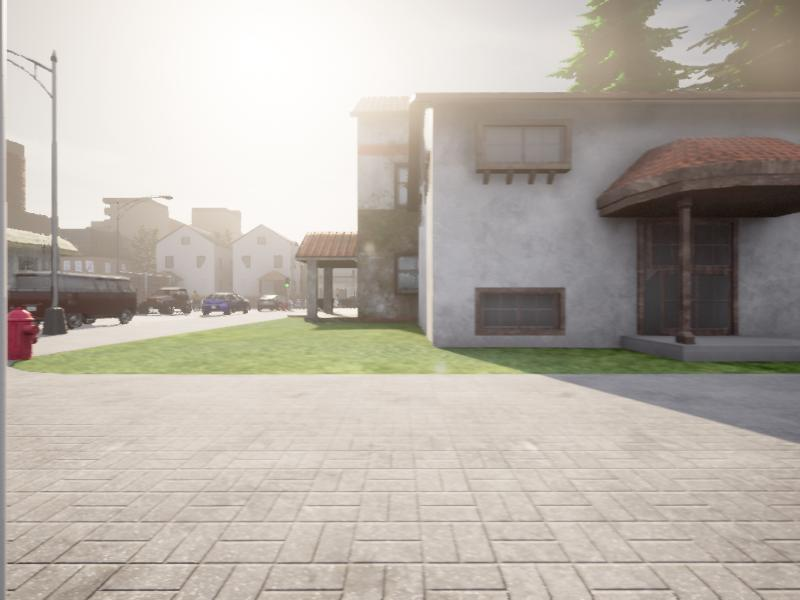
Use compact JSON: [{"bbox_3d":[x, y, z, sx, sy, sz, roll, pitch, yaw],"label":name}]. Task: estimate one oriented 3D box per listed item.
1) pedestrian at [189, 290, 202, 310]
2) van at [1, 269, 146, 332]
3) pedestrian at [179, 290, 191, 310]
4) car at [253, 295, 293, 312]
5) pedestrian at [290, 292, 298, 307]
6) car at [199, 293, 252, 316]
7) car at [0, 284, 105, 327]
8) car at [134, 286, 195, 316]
[{"bbox_3d":[-19.191,-0.038,37.509,0.751,1.860,0.751,0,0,19],"label":"pedestrian"},{"bbox_3d":[-11.779,0.017,14.927,1.775,1.987,4.442,0,0,0],"label":"van"},{"bbox_3d":[-20.474,-0.036,38.112,0.751,1.860,0.751,0,0,25],"label":"pedestrian"},{"bbox_3d":[-11.751,0.269,37.384,2.163,1.488,4.792,0,0,0],"label":"car"},{"bbox_3d":[-13.695,-0.046,51.672,0.751,1.860,0.751,0,0,-3],"label":"pedestrian"},{"bbox_3d":[-11.800,0.272,27.365,1.816,1.474,4.193,0,0,0],"label":"car"},{"bbox_3d":[-15.792,0.199,17.578,2.033,1.649,4.856,0,0,0],"label":"car"},{"bbox_3d":[-15.873,0.071,27.181,1.905,1.878,3.866,0,0,-1],"label":"car"}]
